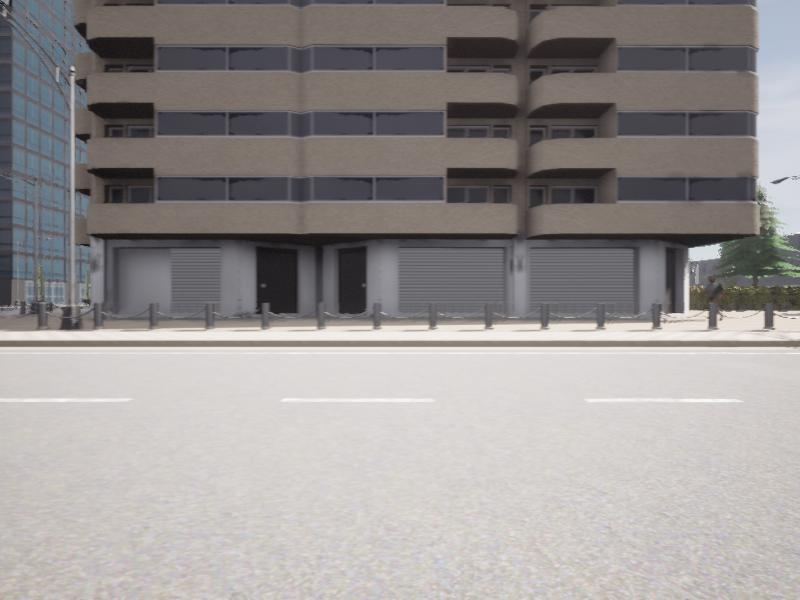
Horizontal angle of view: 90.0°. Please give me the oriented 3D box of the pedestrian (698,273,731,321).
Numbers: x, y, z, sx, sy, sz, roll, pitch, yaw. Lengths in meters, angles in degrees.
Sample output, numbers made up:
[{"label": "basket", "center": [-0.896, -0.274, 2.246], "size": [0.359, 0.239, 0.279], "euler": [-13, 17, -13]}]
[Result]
[{"label": "pedestrian", "center": [12.560, -0.117, 15.991], "size": [0.751, 1.860, 0.751], "euler": [0, 0, -8]}]
